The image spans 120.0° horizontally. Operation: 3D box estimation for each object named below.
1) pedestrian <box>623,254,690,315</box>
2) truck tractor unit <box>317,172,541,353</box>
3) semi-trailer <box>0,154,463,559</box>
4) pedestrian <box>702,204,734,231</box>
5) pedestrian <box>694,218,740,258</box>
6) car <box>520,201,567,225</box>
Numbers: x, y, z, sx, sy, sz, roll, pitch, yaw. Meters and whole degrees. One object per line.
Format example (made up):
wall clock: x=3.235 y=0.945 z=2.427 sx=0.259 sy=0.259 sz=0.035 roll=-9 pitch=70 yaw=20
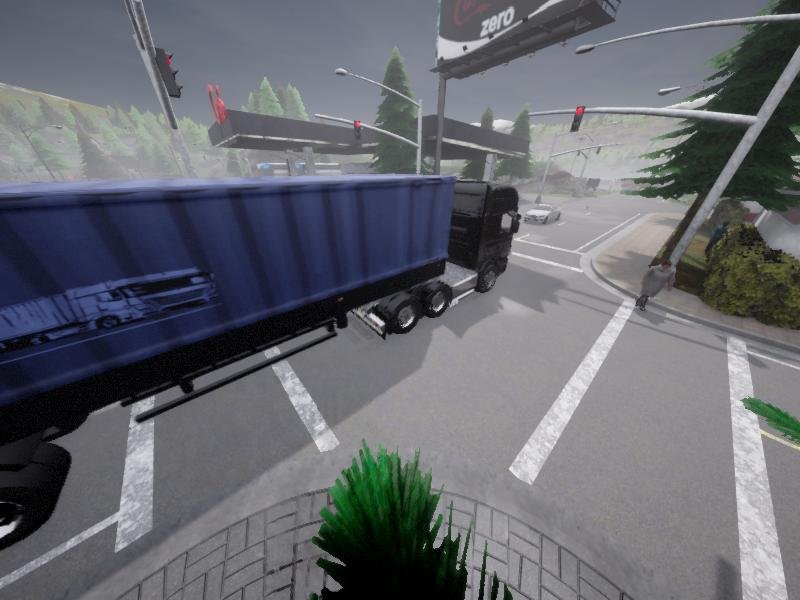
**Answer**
pedestrian: x=8.771 y=-0.536 z=8.015 sx=0.751 sy=1.860 sz=0.751 roll=16 pitch=34 yaw=26
truck tractor unit: x=1.237 y=-2.000 z=8.006 sx=6.516 sy=4.208 sz=3.053 roll=-22 pitch=37 yaw=-34
semi-trailer: x=-4.841 y=0.399 z=3.520 sx=14.254 sy=4.402 sz=2.717 roll=-22 pitch=37 yaw=-34
pedestrian: x=24.397 y=-6.336 z=17.742 sx=0.751 sy=1.860 sz=0.751 roll=-22 pitch=36 yaw=-33
pedestrian: x=17.093 y=-3.365 z=12.491 sx=0.751 sy=1.860 sz=0.751 roll=-22 pitch=37 yaw=-33
car: x=13.323 y=-8.082 z=21.356 sx=4.674 sy=1.442 sz=1.812 roll=-22 pitch=36 yaw=-34
